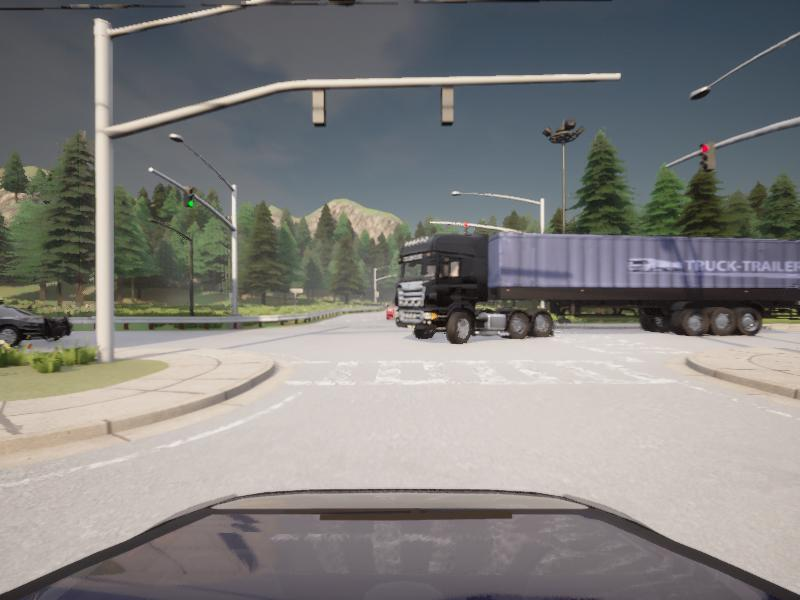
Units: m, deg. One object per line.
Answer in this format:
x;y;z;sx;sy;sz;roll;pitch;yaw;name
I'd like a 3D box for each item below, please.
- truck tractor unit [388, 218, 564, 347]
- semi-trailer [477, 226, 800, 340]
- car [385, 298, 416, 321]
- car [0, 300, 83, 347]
3.122;-0.553;15.986;6.516;4.208;3.053;0;0;-31;truck tractor unit
10.735;-0.674;17.606;14.254;4.402;2.717;0;0;-6;semi-trailer
0.064;0.683;31.763;2.242;1.667;4.611;0;0;0;car
-15.293;0.831;15.057;5.238;1.638;1.930;0;0;1;car
